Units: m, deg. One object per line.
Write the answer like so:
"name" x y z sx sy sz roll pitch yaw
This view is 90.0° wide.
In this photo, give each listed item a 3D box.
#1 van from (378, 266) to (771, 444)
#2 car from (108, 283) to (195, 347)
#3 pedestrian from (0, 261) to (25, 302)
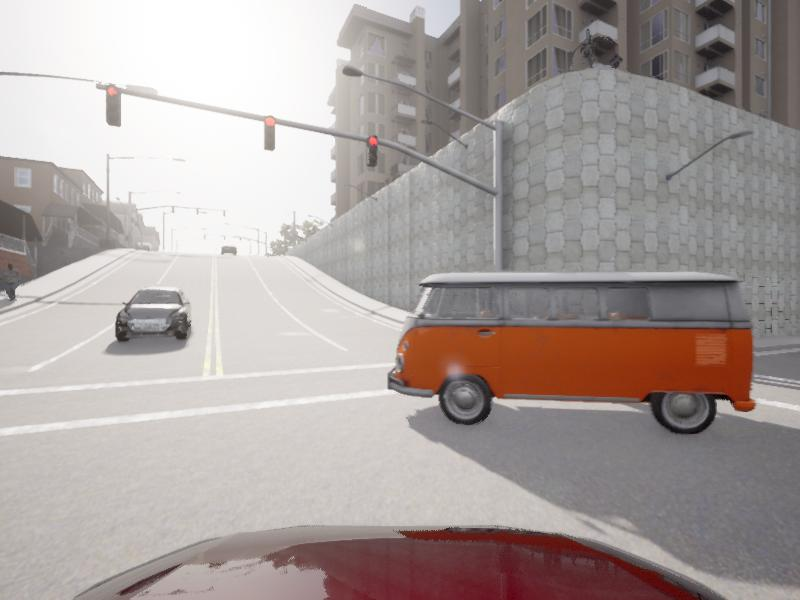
"van" 2.045 0.601 5.649 4.442 1.987 1.775 0 1 8
"car" -8.517 0.351 14.166 2.033 1.649 4.856 0 5 -25
"pedestrian" -17.942 -0.835 18.473 0.751 1.860 0.751 0 0 -26
